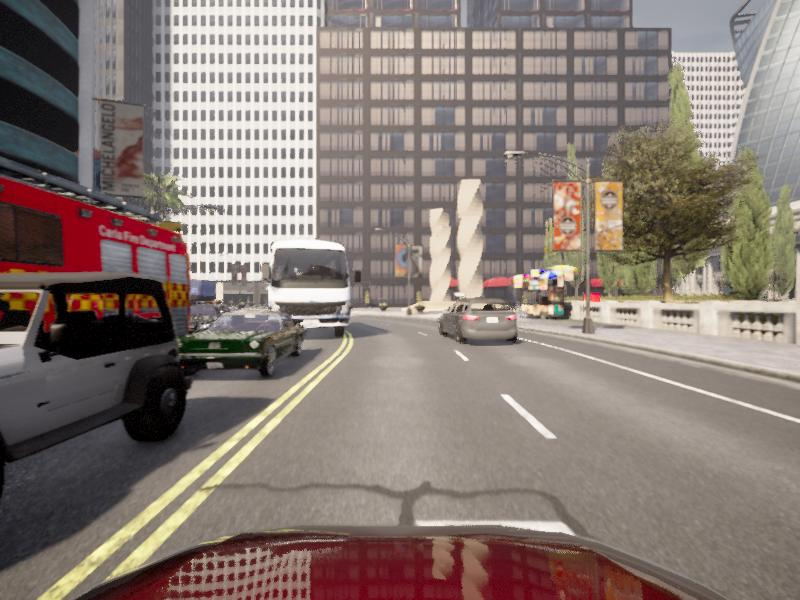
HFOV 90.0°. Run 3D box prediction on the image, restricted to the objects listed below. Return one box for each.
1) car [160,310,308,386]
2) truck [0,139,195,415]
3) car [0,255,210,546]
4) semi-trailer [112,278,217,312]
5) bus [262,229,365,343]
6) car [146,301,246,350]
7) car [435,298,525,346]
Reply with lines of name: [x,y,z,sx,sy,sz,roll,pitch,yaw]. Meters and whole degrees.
car: [-3.642,0.945,9.850,1.895,1.301,4.718,0,0,-3]
truck: [-7.028,-0.320,6.823,2.891,3.827,8.468,0,0,-1]
car: [-3.536,0.646,3.535,1.905,1.878,3.866,0,0,-1]
semi-trailer: [-31.704,-0.619,53.817,14.254,4.402,2.717,0,-1,14]
bus: [-4.778,-0.532,20.481,3.944,4.253,10.273,0,0,-17]
car: [-7.568,0.828,15.463,2.038,1.542,4.974,0,0,-9]
car: [2.988,0.757,16.185,2.242,1.667,4.611,0,0,-7]
